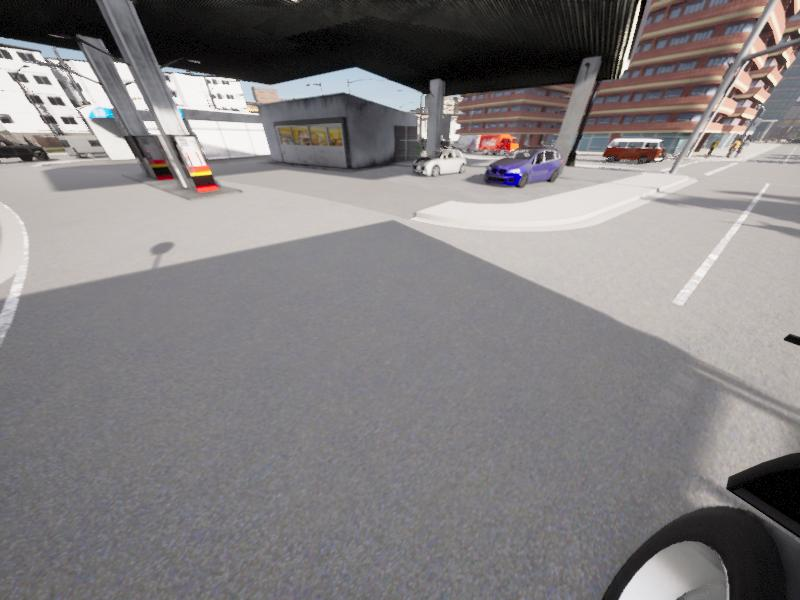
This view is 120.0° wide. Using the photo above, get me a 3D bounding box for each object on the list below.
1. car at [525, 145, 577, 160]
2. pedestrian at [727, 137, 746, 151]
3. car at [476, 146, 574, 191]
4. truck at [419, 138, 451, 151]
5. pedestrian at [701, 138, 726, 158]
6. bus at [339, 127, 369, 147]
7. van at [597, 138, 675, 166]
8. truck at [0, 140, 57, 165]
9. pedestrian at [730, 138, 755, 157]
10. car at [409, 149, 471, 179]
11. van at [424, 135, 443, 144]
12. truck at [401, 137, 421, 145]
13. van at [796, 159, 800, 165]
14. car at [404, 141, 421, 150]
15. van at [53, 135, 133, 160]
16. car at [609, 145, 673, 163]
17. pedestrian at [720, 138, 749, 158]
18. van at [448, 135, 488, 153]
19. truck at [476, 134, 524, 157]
[{"bbox_3d":[18.098,-17.802,27.878,1.895,1.301,4.718,-23,41,-29],"label":"car"},{"bbox_3d":[53.173,-24.644,36.538,0.751,1.860,0.751,-18,39,-23],"label":"pedestrian"},{"bbox_3d":[6.670,-7.186,12.386,4.611,1.667,2.242,-22,41,-28],"label":"car"},{"bbox_3d":[6.722,-30.591,45.365,2.390,2.098,6.274,-23,41,-29],"label":"truck"},{"bbox_3d":[35.007,-16.986,25.821,0.751,1.860,0.751,-21,40,-27],"label":"pedestrian"},{"bbox_3d":[-13.639,-47.517,67.520,3.944,4.253,10.273,-23,40,-28],"label":"bus"},{"bbox_3d":[22.664,-14.437,22.445,2.069,2.038,4.480,-23,41,-29],"label":"van"},{"bbox_3d":[-43.501,-16.204,25.305,2.390,2.098,6.274,0,35,0],"label":"truck"},{"bbox_3d":[39.182,-17.465,26.473,0.751,1.860,0.751,-29,44,-35],"label":"pedestrian"},{"bbox_3d":[2.751,-9.505,15.974,3.806,1.475,1.970,-22,41,-28],"label":"car"},{"bbox_3d":[11.601,-55.555,79.866,6.366,2.431,2.351,-23,41,-27],"label":"van"},{"bbox_3d":[3.611,-52.071,75.530,6.274,2.098,2.390,-23,41,-27],"label":"truck"},{"bbox_3d":[38.626,-13.399,20.875,4.480,2.038,2.069,-22,41,-28],"label":"van"},{"bbox_3d":[2.627,-33.609,50.158,1.845,1.501,3.633,-23,41,-29],"label":"car"},{"bbox_3d":[-41.861,-21.131,31.891,1.988,2.561,5.915,9,36,13],"label":"van"},{"bbox_3d":[25.448,-15.532,24.555,1.994,1.385,4.181,-24,42,-30],"label":"car"},{"bbox_3d":[37.609,-17.121,25.997,0.751,1.860,0.751,5,36,8],"label":"pedestrian"},{"bbox_3d":[11.558,-26.892,39.812,2.351,2.431,6.366,-23,41,-29],"label":"van"},{"bbox_3d":[13.811,-21.681,32.380,2.627,2.467,5.204,-23,41,-28],"label":"truck"}]
